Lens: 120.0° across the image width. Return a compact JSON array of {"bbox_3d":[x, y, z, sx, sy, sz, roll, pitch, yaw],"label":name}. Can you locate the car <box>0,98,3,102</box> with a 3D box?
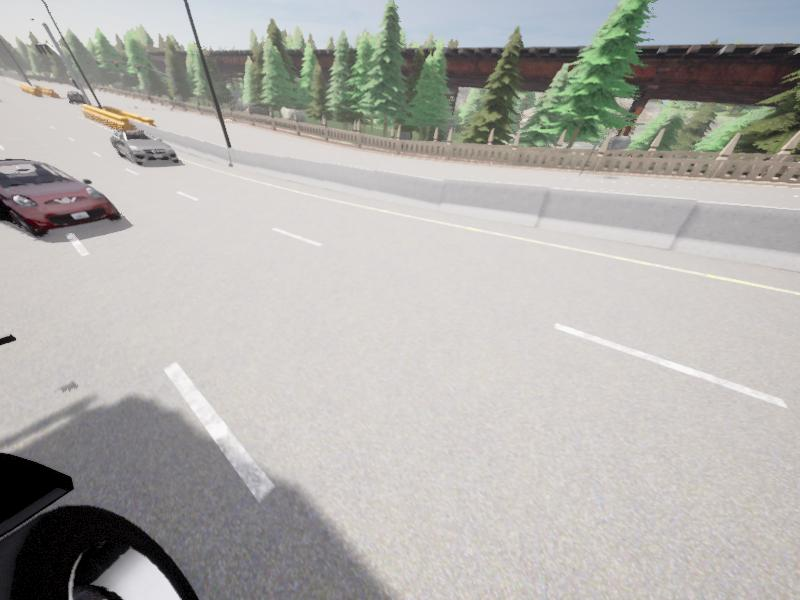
[{"bbox_3d":[-56.417,-28.214,31.215,3.866,1.878,1.905,28,43,24],"label":"car"}]

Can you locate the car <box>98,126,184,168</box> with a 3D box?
[{"bbox_3d":[-16.896,-10.063,15.081,5.027,1.651,2.152,26,42,25],"label":"car"}]

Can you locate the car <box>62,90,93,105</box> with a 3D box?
[{"bbox_3d":[-56.123,-35.325,40.265,1.851,1.617,3.988,-18,45,-28],"label":"car"}]

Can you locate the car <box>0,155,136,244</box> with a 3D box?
[{"bbox_3d":[-9.910,-2.936,6.361,3.633,1.501,1.845,17,39,19],"label":"car"}]
